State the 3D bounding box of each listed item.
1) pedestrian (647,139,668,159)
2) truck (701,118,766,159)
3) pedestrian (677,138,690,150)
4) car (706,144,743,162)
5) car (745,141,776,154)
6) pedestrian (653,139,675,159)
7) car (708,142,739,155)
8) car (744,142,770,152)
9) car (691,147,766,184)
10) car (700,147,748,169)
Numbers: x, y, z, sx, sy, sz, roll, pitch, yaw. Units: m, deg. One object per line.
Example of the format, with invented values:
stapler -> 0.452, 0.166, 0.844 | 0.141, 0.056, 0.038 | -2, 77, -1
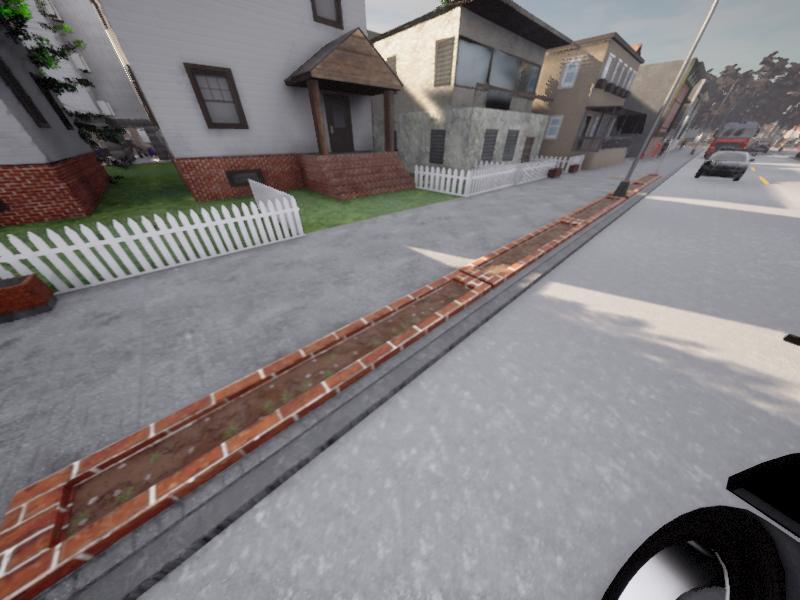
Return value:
pedestrian -> 29.639, -17.416, 26.602 | 0.751, 1.860, 0.751 | -22, 41, -28
truck -> 42.194, -20.494, 29.470 | 8.468, 3.827, 2.891 | -27, 43, -33
pedestrian -> 52.921, -29.149, 43.137 | 0.751, 1.860, 0.751 | -26, 43, -32
car -> 35.778, -16.305, 25.529 | 3.705, 1.549, 1.789 | -27, 43, -33
car -> 59.567, -25.303, 38.233 | 4.974, 1.542, 2.038 | -27, 43, -33
pedestrian -> 30.302, -17.377, 26.549 | 0.751, 1.860, 0.751 | -21, 41, -27
car -> 48.752, -22.869, 34.842 | 4.792, 1.488, 2.163 | -27, 43, -33
car -> 64.271, -27.633, 41.656 | 4.181, 1.385, 1.994 | -27, 43, -33
car -> 20.704, -8.696, 14.731 | 5.238, 1.638, 1.930 | -27, 44, -33
car -> 29.504, -13.048, 21.101 | 4.181, 1.385, 1.994 | -27, 43, -33
